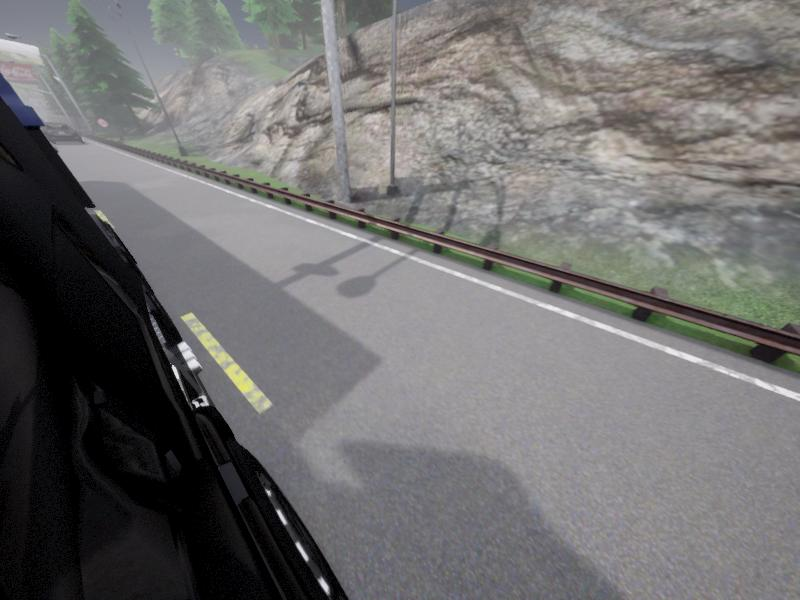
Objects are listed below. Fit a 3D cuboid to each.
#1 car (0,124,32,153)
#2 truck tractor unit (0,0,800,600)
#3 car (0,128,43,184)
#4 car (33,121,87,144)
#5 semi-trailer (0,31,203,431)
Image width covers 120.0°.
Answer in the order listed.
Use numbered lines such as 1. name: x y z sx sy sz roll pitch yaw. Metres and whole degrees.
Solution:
1. car: -29.223 -11.763 16.744 4.902 1.511 2.128 26 42 28
2. truck tractor unit: -2.645 -0.295 0.351 6.516 4.208 3.053 28 44 30
3. car: -17.109 -5.974 9.438 4.856 1.649 2.033 26 42 29
4. car: -34.129 -16.814 23.192 4.611 1.667 2.242 26 42 28
5. semi-trailer: -8.812 -3.493 4.162 14.254 4.402 2.717 26 43 29
